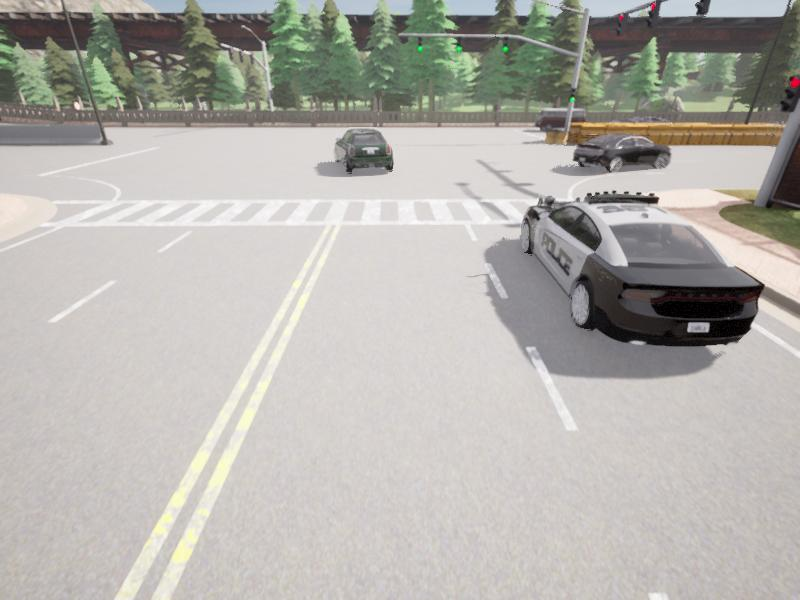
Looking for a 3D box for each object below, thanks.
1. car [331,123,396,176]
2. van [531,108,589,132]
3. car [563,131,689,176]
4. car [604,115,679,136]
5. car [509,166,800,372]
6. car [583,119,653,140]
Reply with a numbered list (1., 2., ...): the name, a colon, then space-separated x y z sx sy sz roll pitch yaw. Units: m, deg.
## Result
1. car: -1.826 -7.178 18.728 2.097 1.767 4.553 -7 28 -14
2. van: 14.899 -16.878 37.530 4.442 1.987 1.775 -1 27 -2
3. car: 10.308 -6.819 18.372 4.902 1.511 2.128 -11 28 -20
4. car: 20.834 -15.146 34.681 4.902 1.511 2.128 -1 27 -2
5. car: 3.554 -1.043 6.914 1.930 1.638 5.238 0 27 1
6. car: 17.077 -13.442 31.495 4.181 1.385 1.994 -1 27 -2
